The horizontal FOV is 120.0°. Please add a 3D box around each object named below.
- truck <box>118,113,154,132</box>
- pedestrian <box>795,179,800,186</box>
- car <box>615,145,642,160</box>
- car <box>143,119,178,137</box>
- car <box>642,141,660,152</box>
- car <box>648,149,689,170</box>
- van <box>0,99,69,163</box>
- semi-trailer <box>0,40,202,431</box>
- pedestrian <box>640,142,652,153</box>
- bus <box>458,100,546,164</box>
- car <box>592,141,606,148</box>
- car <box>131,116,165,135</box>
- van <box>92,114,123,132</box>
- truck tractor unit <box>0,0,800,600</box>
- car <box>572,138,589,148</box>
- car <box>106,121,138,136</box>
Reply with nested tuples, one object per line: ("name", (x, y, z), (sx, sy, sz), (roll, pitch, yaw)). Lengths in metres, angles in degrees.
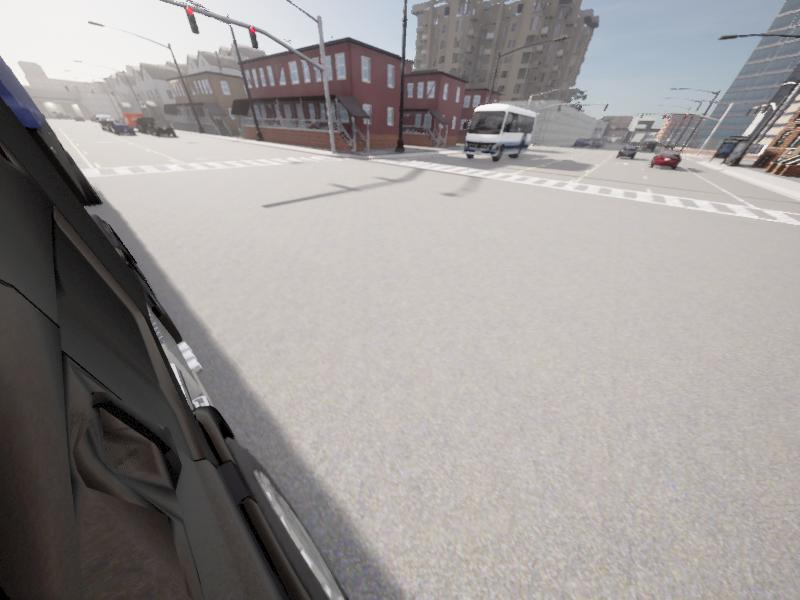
("truck", (-44.542, -29.952, 38.973), (5.204, 2.467, 2.627), (29, 44, 31))
("pedestrian", (26.893, -8.277, 14.707), (0.751, 1.860, 0.751), (30, 45, 32))
("car", (31.799, -20.586, 32.169), (2.128, 1.511, 4.902), (28, 43, 30))
("car", (-32.919, -23.583, 31.735), (4.553, 1.767, 2.097), (28, 43, 30))
("car", (61.684, -37.895, 56.956), (2.150, 2.045, 5.566), (28, 43, 30))
("car", (27.539, -14.577, 23.837), (2.163, 1.488, 4.792), (30, 44, 32))
("van", (-21.543, -9.653, 13.120), (5.915, 2.561, 1.988), (28, 43, 30))
("semi-trailer", (-8.707, -3.591, 4.229), (14.254, 4.402, 2.717), (28, 43, 30))
("pedestrian", (50.053, -31.007, 47.043), (0.751, 1.860, 0.751), (23, 41, 25))
("bus", (10.462, -16.750, 23.320), (3.944, 4.253, 10.273), (28, 43, 30))
("car", (54.104, -42.291, 62.794), (1.882, 1.535, 5.008), (28, 43, 30))
("car", (-38.464, -26.622, 35.247), (5.566, 2.045, 2.150), (28, 44, 30))
("van", (-47.527, -28.734, 37.500), (4.480, 2.038, 2.069), (28, 43, 30))
("truck tractor unit", (-2.645, -0.295, 0.351), (6.516, 4.208, 3.053), (28, 44, 30))
("car", (47.080, -40.952, 60.113), (2.150, 2.045, 5.566), (28, 43, 30))
("car", (-37.591, -23.192, 31.198), (4.674, 1.442, 1.812), (28, 43, 30))
